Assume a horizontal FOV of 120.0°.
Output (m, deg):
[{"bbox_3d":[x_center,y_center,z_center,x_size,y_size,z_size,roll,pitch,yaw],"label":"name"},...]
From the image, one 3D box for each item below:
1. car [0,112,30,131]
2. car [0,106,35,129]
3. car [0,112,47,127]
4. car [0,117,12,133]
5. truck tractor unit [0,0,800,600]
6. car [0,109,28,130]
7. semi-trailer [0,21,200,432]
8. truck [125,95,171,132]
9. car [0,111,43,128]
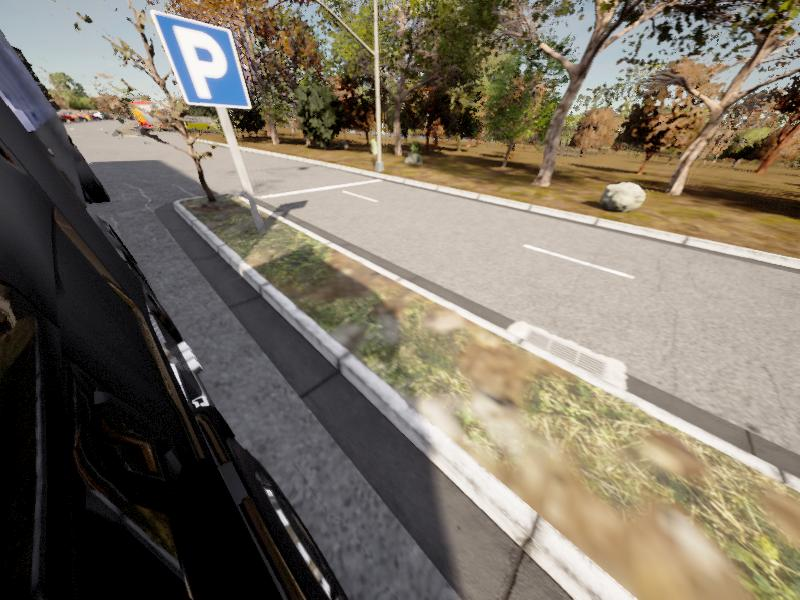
[{"bbox_3d":[-41.336,-17.410,22.458,1.946,1.575,5.366,18,40,20],"label":"car"},{"bbox_3d":[-45.425,-20.364,25.749,1.878,1.987,4.442,19,41,21],"label":"car"},{"bbox_3d":[-49.486,-22.934,29.344,2.002,1.452,4.674,20,41,21],"label":"car"},{"bbox_3d":[-39.535,-15.834,20.550,2.163,1.488,4.792,19,40,20],"label":"car"},{"bbox_3d":[-2.645,-0.295,0.351,6.516,4.208,3.053,28,44,30],"label":"truck tractor unit"},{"bbox_3d":[-43.471,-18.796,23.962,2.185,1.767,4.553,19,40,21],"label":"car"},{"bbox_3d":[-8.589,-3.712,4.280,14.254,4.402,2.717,30,44,30],"label":"semi-trailer"},{"bbox_3d":[-36.895,-27.204,33.861,2.891,3.827,8.468,-27,46,-33],"label":"truck"},{"bbox_3d":[-47.499,-21.537,27.553,2.231,1.521,4.892,19,41,21],"label":"car"}]
